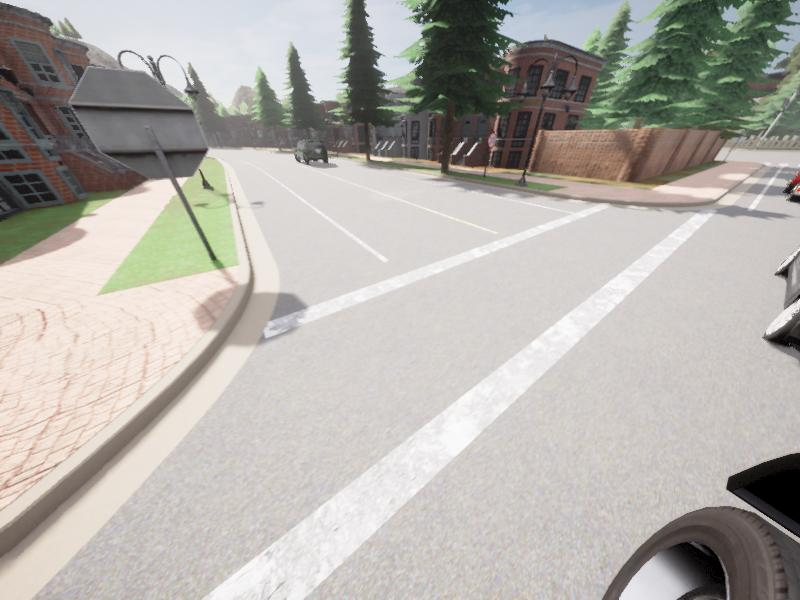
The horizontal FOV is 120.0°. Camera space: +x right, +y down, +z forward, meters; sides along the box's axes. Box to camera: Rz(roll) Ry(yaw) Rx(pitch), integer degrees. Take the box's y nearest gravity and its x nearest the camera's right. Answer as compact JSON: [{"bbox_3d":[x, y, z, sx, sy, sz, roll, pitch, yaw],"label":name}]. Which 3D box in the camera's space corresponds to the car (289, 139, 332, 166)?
[{"bbox_3d":[-9.150,-15.012,23.394,2.150,2.045,5.566,-22,41,-27],"label":"car"}]

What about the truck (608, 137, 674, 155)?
[{"bbox_3d":[36.320,-23.507,35.133,2.390,2.098,6.274,-22,41,-28],"label":"truck"}]

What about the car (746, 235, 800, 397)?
[{"bbox_3d":[6.706,-0.240,2.774,5.238,1.638,1.930,-22,41,-28],"label":"car"}]

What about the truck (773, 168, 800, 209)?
[{"bbox_3d":[17.720,-5.064,8.784,5.204,2.467,2.627,-23,41,-27],"label":"truck"}]
